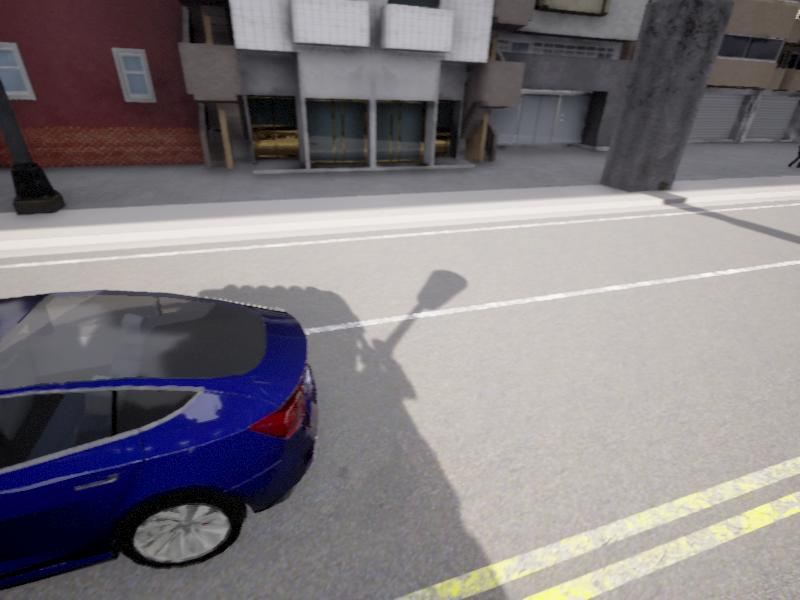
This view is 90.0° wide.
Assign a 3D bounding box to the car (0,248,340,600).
[{"bbox_3d":[-3.026,0.914,2.793,4.792,1.488,2.163,-7,30,-17],"label":"car"}]

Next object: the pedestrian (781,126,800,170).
[{"bbox_3d":[18.382,-6.944,18.112,0.751,1.860,0.751,-6,29,-15],"label":"pedestrian"}]
